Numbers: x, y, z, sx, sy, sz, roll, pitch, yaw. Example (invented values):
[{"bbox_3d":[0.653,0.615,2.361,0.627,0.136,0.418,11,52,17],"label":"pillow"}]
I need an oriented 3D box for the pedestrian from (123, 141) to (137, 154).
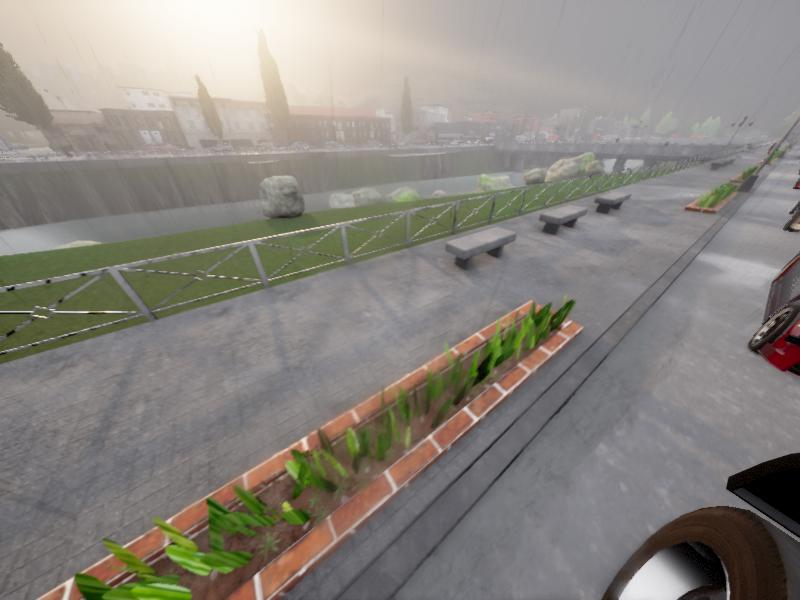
[{"bbox_3d":[-46.690,-26.428,39.918,0.751,1.860,0.751,29,45,35],"label":"pedestrian"}]

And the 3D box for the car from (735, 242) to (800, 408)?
[{"bbox_3d":[6.088,0.103,2.527,4.181,1.385,1.994,-22,41,-28],"label":"car"}]

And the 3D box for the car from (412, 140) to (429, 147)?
[{"bbox_3d":[6.116,-46.205,68.031,5.008,1.535,1.882,-22,41,-28],"label":"car"}]

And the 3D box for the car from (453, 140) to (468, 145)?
[{"bbox_3d":[19.859,-51.802,75.883,4.892,1.490,1.837,-22,41,-28],"label":"car"}]

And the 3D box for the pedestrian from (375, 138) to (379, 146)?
[{"bbox_3d":[-6.815,-46.041,67.425,0.751,1.860,0.751,-25,42,-31],"label":"pedestrian"}]

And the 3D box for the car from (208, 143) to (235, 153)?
[{"bbox_3d":[-34.566,-29.574,44.836,3.806,1.475,1.970,-22,41,-28],"label":"car"}]

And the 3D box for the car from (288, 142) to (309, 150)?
[{"bbox_3d":[-22.694,-34.420,51.609,3.806,1.475,1.970,-22,41,-28],"label":"car"}]

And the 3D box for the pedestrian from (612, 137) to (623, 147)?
[{"bbox_3d":[46.164,-33.593,49.085,0.751,1.860,0.751,5,36,8],"label":"pedestrian"}]

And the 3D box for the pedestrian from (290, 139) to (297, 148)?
[{"bbox_3d":[-25.909,-38.062,56.268,0.751,1.860,0.751,-30,45,-35],"label":"pedestrian"}]

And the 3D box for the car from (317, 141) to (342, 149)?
[{"bbox_3d":[-16.672,-36.945,54.998,5.238,1.638,1.930,-22,41,-28],"label":"car"}]

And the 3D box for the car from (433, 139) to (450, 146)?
[{"bbox_3d":[12.891,-49.013,71.867,5.238,1.638,1.930,-22,41,-28],"label":"car"}]

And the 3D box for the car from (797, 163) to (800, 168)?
[{"bbox_3d":[34.525,-11.563,18.694,3.633,1.501,1.845,-22,41,-28],"label":"car"}]

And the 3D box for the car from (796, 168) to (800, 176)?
[{"bbox_3d":[28.880,-9.237,15.490,4.193,1.474,1.816,-22,41,-28],"label":"car"}]

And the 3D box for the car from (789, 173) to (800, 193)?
[{"bbox_3d":[21.195,-6.123,11.092,4.514,1.525,2.007,-22,41,-28],"label":"car"}]

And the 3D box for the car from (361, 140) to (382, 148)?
[{"bbox_3d":[-7.454,-40.712,60.258,4.856,1.649,2.033,-22,41,-28],"label":"car"}]

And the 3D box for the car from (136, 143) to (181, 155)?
[{"bbox_3d":[-42.090,-26.561,40.501,5.027,1.651,2.152,-22,41,-28],"label":"car"}]

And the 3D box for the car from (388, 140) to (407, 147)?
[{"bbox_3d":[-0.657,-43.463,64.152,4.974,1.542,2.038,-22,41,-28],"label":"car"}]

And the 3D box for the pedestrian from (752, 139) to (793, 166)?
[{"bbox_3d":[31.026,-12.316,19.279,0.751,1.860,0.751,8,36,12],"label":"pedestrian"}]

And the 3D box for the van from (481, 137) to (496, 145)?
[{"bbox_3d":[29.823,-53.270,77.423,4.480,2.038,2.069,-22,41,-28],"label":"van"}]

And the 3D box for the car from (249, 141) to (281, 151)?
[{"bbox_3d":[-28.234,-32.227,48.403,5.238,1.638,1.930,-22,41,-28],"label":"car"}]

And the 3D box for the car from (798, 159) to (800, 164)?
[{"bbox_3d":[40.050,-13.820,21.841,5.008,1.535,1.882,-22,41,-28],"label":"car"}]

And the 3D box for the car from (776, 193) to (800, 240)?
[{"bbox_3d":[12.697,-2.657,6.248,4.514,1.525,2.007,-22,41,-28],"label":"car"}]
